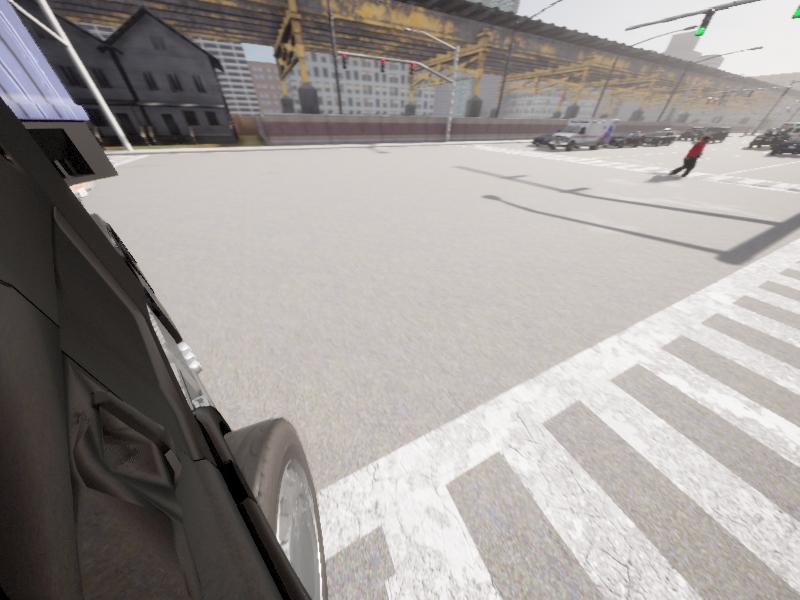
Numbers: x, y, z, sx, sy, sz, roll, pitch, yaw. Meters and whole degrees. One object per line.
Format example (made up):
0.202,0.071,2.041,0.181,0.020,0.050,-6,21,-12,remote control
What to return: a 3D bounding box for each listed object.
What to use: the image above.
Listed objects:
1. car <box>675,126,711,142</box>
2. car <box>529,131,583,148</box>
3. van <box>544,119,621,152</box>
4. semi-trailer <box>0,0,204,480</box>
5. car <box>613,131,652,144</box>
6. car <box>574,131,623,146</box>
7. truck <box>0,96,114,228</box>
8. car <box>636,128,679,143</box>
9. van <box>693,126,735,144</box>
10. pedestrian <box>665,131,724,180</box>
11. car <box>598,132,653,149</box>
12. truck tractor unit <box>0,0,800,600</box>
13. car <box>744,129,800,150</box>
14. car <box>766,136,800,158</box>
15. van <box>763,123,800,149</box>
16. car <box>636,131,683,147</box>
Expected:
47.338,-26.829,37.292,3.866,1.878,1.905,-17,41,-20,car
17.454,-18.043,25.874,5.357,1.411,2.033,-16,41,-20,car
17.835,-16.176,22.634,6.366,2.431,2.351,-16,41,-20,van
-10.105,-0.793,0.696,14.254,4.402,2.717,-3,37,-5,semi-trailer
31.498,-22.073,31.327,4.181,1.385,1.994,-17,41,-21,car
24.568,-20.088,28.630,5.357,1.411,2.033,-16,41,-20,car
-11.387,-3.032,5.176,5.204,2.467,2.627,-16,41,-20,truck
37.211,-23.827,33.438,4.611,1.667,2.242,-16,41,-20,car
45.550,-23.964,33.501,4.442,1.987,1.775,-16,41,-20,van
13.926,-6.859,10.992,0.751,1.860,0.751,-17,41,-22,pedestrian
25.092,-17.854,25.763,5.357,1.411,2.033,-16,41,-20,car
-2.645,-0.295,0.351,6.516,4.208,3.053,28,43,30,truck tractor unit
41.915,-18.112,25.991,4.605,1.855,1.932,-16,41,-20,car
35.808,-13.772,20.712,4.181,1.385,1.994,-16,41,-20,car
49.101,-20.392,28.603,6.366,2.431,2.351,-16,41,-20,van
31.751,-19.807,28.311,4.892,1.490,1.837,-16,41,-20,car
